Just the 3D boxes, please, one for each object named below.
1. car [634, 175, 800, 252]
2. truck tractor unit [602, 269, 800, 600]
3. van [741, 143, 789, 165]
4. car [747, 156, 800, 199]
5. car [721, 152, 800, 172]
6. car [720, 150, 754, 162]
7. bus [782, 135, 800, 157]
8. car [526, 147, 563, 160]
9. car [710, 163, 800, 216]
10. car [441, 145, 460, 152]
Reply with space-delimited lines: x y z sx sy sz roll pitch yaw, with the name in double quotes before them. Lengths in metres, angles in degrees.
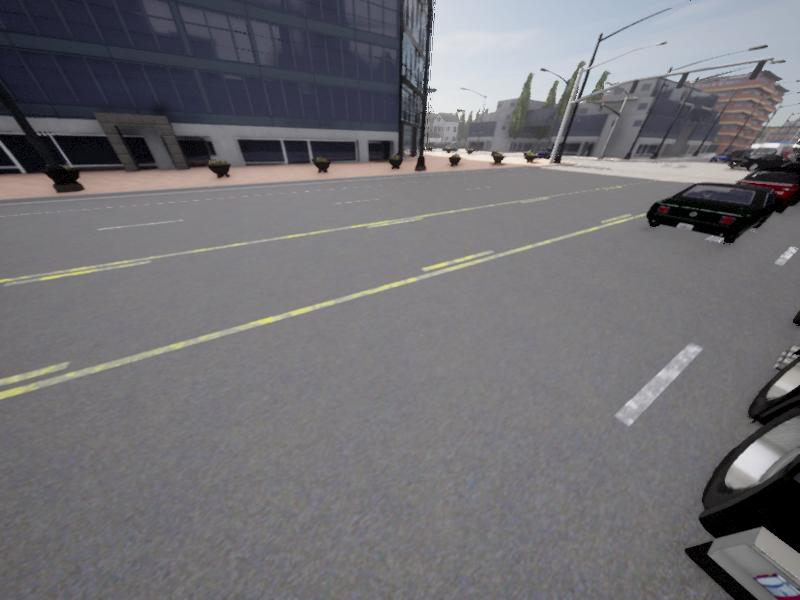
"car" 9.778 -2.857 7.072 4.718 1.301 1.895 -17 39 -24
"truck tractor unit" 5.118 -0.293 0.775 6.516 4.208 3.053 -18 39 -24
"van" 52.667 -21.083 33.353 5.915 2.561 1.988 -17 38 -24
"car" 21.687 -6.718 12.485 5.238 1.638 1.930 -17 38 -24
"car" 37.808 -14.339 24.026 5.008 1.535 1.882 6 35 7
"car" 56.399 -24.141 38.654 5.238 1.638 1.930 -17 39 -24
"bus" 85.594 -32.227 47.881 10.273 4.253 3.944 -17 39 -24
"car" 21.816 -22.192 35.018 1.816 1.474 4.193 -16 38 -24
"car" 15.675 -4.785 9.753 4.193 1.474 1.816 -17 39 -24
"car" 12.451 -37.521 57.154 2.033 1.411 5.357 -9 36 -15
